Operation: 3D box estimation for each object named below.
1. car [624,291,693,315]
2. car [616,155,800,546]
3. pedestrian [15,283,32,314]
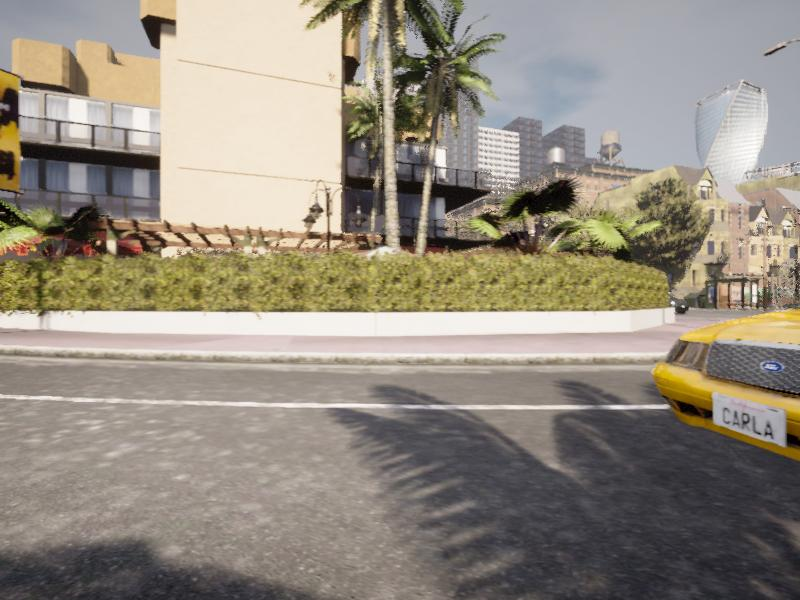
[{"bbox_3d":[19.046,0.206,29.708,1.851,1.617,3.988,0,0,-20],"label":"car"},{"bbox_3d":[4.247,0.204,2.154,5.366,1.575,1.801,0,0,-7],"label":"car"},{"bbox_3d":[-23.092,-0.113,24.521,0.751,1.860,0.751,0,0,-44],"label":"pedestrian"}]
